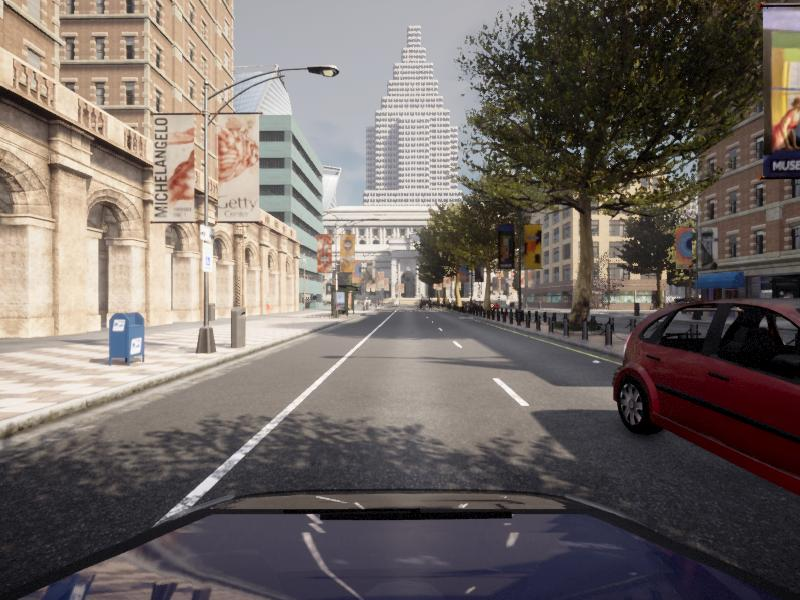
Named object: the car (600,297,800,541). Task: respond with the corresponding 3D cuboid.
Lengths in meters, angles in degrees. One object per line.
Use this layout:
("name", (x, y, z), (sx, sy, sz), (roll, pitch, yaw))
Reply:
("car", (3.587, 0.788, 3.390), (1.851, 1.617, 3.988), (0, 0, 1))

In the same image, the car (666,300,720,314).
("car", (34.731, 0.826, 47.556), (4.974, 1.542, 2.038), (0, 0, -1))

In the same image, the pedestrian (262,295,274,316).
("pedestrian", (-11.463, 0.485, 34.791), (0.751, 1.860, 0.751), (0, 0, 0))

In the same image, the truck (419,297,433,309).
("truck", (5.043, 0.540, 77.293), (2.390, 2.098, 6.274), (0, 0, 1))
